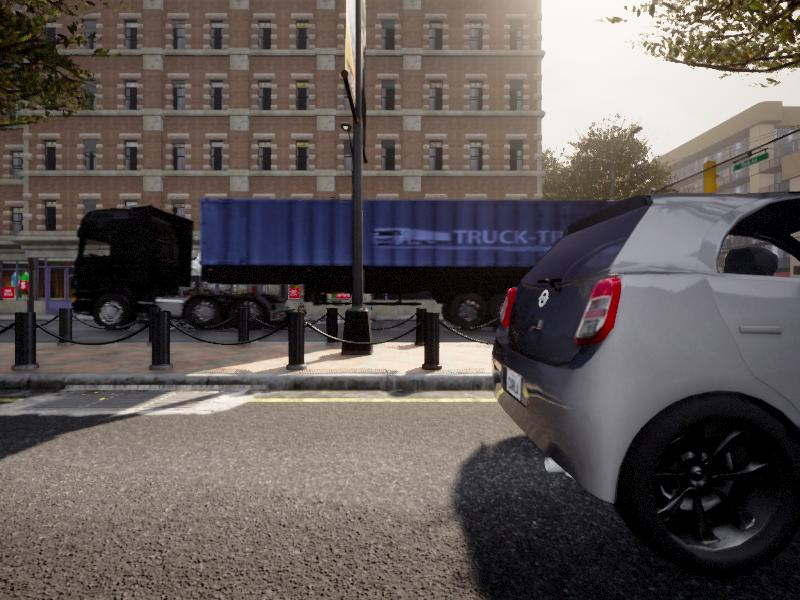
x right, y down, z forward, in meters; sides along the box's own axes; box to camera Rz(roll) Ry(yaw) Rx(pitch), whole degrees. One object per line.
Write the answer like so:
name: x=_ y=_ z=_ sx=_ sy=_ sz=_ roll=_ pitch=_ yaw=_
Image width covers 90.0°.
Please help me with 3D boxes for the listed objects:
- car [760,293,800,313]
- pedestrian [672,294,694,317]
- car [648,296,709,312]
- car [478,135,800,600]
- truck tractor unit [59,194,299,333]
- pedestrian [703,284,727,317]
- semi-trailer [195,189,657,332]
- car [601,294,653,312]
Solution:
car: x=30.708 y=0.249 z=31.107 sx=1.970 sy=1.475 sz=3.806 roll=0 pitch=0 yaw=0
pedestrian: x=16.192 y=0.315 z=22.881 sx=0.751 sy=1.300 sz=0.751 roll=0 pitch=0 yaw=4
car: x=23.693 y=0.341 z=34.300 sx=1.895 sy=1.301 sz=4.718 roll=0 pitch=0 yaw=0
car: x=2.425 y=0.226 z=2.192 sx=3.633 sy=1.501 sz=1.845 roll=0 pitch=0 yaw=0
truck tractor unit: x=-7.118 y=-1.119 z=13.707 sx=6.516 sy=4.208 sz=3.053 roll=0 pitch=0 yaw=0
pedestrian: x=17.923 y=0.035 z=22.779 sx=0.751 sy=1.860 sz=0.751 roll=0 pitch=0 yaw=4
semi-trailer: x=0.797 y=-1.217 z=13.699 sx=14.254 sy=4.402 sz=2.717 roll=0 pitch=0 yaw=0
car: x=20.184 y=0.242 z=35.853 sx=1.837 sy=1.490 sz=4.892 roll=0 pitch=0 yaw=0
